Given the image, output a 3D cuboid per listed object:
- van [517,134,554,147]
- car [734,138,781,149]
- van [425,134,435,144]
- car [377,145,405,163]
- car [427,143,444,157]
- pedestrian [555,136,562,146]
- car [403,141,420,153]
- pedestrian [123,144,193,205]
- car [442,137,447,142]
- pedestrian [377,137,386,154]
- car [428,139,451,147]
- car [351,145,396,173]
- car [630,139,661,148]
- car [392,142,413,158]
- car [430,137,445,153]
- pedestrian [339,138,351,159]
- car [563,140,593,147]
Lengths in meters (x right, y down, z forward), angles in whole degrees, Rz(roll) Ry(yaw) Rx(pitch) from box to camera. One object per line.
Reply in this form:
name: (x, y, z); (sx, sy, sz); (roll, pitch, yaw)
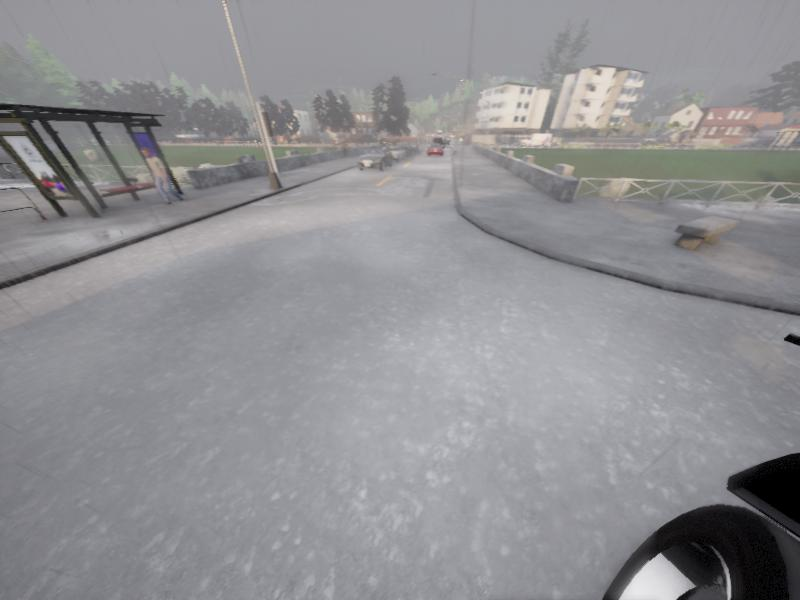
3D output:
van: (30.314, -35.858, 51.885); (6.366, 2.431, 2.351); (6, 36, 8)
car: (71.567, -31.398, 46.354); (4.856, 1.649, 2.033); (6, 36, 8)
van: (9.407, -50.154, 71.842); (2.351, 2.431, 6.366); (6, 36, 8)
car: (-0.782, -15.068, 23.791); (1.895, 1.301, 4.718); (6, 36, 8)
car: (4.632, -19.637, 30.116); (1.994, 1.385, 4.181); (5, 36, 6)
pedestrian: (38.164, -38.323, 55.600); (0.751, 1.860, 0.751); (10, 37, 14)
car: (1.843, -24.091, 36.312); (2.033, 1.411, 5.357); (6, 36, 8)
pedestrian: (-8.540, -4.469, 8.273); (0.751, 1.860, 0.751); (1, 36, 2)
car: (17.042, -61.956, 89.071); (1.789, 1.549, 3.705); (6, 36, 8)
pedestrian: (-2.503, -21.136, 31.561); (0.751, 1.860, 0.751); (18, 39, 23)
car: (8.971, -36.203, 53.153); (4.892, 1.490, 1.837); (-15, 36, -19)
car: (-1.861, -11.162, 18.148); (2.128, 1.511, 4.902); (6, 36, 9)
car: (52.053, -33.287, 49.125); (3.806, 1.475, 1.970); (6, 36, 8)
car: (0.356, -19.020, 29.142); (1.837, 1.490, 4.892); (6, 36, 8)
car: (5.821, -23.949, 35.691); (1.905, 1.878, 3.866); (6, 36, 8)
pedestrian: (-5.882, -16.194, 24.655); (0.751, 1.860, 0.751); (6, 36, 8)
car: (39.158, -34.508, 50.977); (4.718, 1.301, 1.895); (6, 36, 8)
